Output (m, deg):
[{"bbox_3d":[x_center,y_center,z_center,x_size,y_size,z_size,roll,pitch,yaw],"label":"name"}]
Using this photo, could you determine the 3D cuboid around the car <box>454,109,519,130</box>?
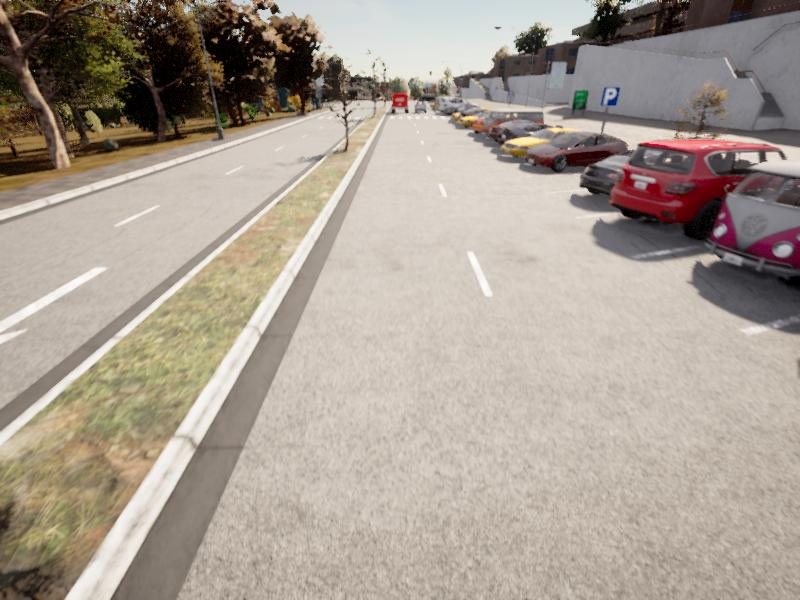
[{"bbox_3d":[7.904,-16.601,36.641,5.366,1.575,1.946,-9,30,-18],"label":"car"}]

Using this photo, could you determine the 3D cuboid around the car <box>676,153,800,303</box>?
[{"bbox_3d":[7.968,-1.561,7.482,4.442,1.987,1.878,-9,29,-18],"label":"car"}]

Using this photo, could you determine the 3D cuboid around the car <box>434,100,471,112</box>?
[{"bbox_3d":[8.257,-30.622,63.111,5.366,1.575,1.946,-9,29,-18],"label":"car"}]

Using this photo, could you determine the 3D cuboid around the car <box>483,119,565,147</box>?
[{"bbox_3d":[8.071,-10.994,26.179,4.674,1.452,2.002,-9,29,-18],"label":"car"}]

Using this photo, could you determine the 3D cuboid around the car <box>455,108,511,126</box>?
[{"bbox_3d":[8.105,-18.012,39.359,4.792,1.488,2.163,-9,29,-18],"label":"car"}]

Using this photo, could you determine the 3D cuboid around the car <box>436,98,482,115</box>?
[{"bbox_3d":[8.111,-26.652,55.033,5.566,2.045,2.435,-9,29,-18],"label":"car"}]

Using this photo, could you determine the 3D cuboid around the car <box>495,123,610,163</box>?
[{"bbox_3d":[7.903,-8.224,20.809,5.366,1.575,1.946,-9,29,-18],"label":"car"}]

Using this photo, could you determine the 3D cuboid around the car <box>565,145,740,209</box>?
[{"bbox_3d":[8.070,-4.084,12.949,4.674,1.452,2.002,-9,29,-18],"label":"car"}]

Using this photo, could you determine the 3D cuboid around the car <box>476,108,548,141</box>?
[{"bbox_3d":[7.972,-12.599,28.648,4.442,1.987,1.878,-9,30,-18],"label":"car"}]

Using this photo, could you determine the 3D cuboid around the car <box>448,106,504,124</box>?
[{"bbox_3d":[7.906,-19.411,41.904,5.366,1.575,1.946,-9,30,-18],"label":"car"}]

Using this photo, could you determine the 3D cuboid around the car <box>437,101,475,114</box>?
[{"bbox_3d":[8.088,-27.813,57.772,5.008,1.535,2.097,-9,30,-18],"label":"car"}]

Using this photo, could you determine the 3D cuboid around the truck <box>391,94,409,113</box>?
[{"bbox_3d":[0.013,-29.206,59.361,2.627,2.467,5.204,0,27,0],"label":"truck"}]

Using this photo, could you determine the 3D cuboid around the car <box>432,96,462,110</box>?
[{"bbox_3d":[7.978,-33.546,68.191,4.442,1.987,1.878,-9,30,-18],"label":"car"}]

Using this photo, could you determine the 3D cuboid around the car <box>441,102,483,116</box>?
[{"bbox_3d":[8.091,-25.026,52.497,4.892,1.521,2.231,-9,30,-18],"label":"car"}]

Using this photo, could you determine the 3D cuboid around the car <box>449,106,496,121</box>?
[{"bbox_3d":[8.075,-20.803,44.617,4.674,1.452,2.002,-9,29,-18],"label":"car"}]

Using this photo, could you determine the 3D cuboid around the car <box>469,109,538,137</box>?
[{"bbox_3d":[8.050,-13.929,31.369,4.553,1.767,2.185,-9,29,-18],"label":"car"}]

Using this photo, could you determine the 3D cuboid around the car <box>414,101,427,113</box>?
[{"bbox_3d":[3.013,-28.642,59.323,1.845,1.501,3.633,0,28,0],"label":"car"}]

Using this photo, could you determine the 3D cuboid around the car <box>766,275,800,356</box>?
[{"bbox_3d":[8.051,-0.231,4.846,5.566,2.045,2.435,-9,29,-18],"label":"car"}]

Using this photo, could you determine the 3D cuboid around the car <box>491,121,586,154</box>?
[{"bbox_3d":[8.102,-9.616,23.545,4.792,1.488,2.163,-9,29,-18],"label":"car"}]

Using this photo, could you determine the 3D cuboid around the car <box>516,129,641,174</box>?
[{"bbox_3d":[8.047,-6.838,18.231,4.792,1.488,2.163,-9,29,-18],"label":"car"}]

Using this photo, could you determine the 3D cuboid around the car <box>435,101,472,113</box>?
[{"bbox_3d":[8.076,-29.202,60.415,4.892,1.521,2.231,-9,29,-18],"label":"car"}]

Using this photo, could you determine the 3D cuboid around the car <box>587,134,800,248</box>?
[{"bbox_3d":[8.103,-2.977,10.176,5.566,2.045,2.435,-9,29,-18],"label":"car"}]
